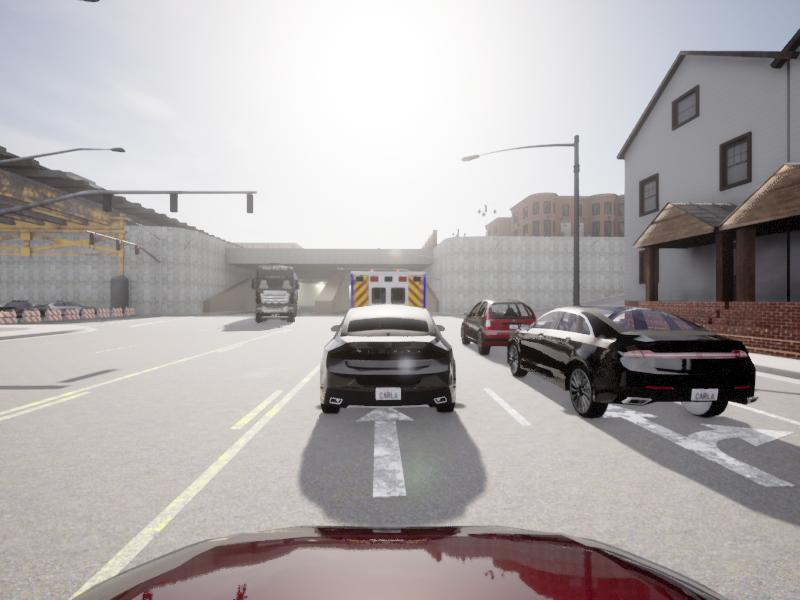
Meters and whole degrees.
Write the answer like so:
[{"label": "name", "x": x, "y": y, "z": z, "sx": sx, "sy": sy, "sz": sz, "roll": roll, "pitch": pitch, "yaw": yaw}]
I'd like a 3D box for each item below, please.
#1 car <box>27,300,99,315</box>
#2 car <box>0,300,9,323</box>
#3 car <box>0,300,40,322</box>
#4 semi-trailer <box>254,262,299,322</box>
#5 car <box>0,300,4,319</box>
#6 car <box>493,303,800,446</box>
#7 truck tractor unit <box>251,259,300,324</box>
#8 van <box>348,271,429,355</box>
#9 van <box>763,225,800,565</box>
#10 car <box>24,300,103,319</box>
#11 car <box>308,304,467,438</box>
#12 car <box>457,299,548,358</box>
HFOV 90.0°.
[{"label": "car", "x": -30.092, "y": 0.638, "z": 35.903, "sx": 1.853, "sy": 1.218, "sz": 4.536, "roll": 0, "pitch": 0, "yaw": 27}, {"label": "car", "x": -28.966, "y": 0.796, "z": 26.003, "sx": 2.038, "sy": 1.542, "sz": 4.974, "roll": 0, "pitch": 0, "yaw": 42}, {"label": "car", "x": -29.116, "y": 0.796, "z": 30.609, "sx": 2.038, "sy": 1.542, "sz": 4.974, "roll": 0, "pitch": 0, "yaw": -38}, {"label": "semi-trailer", "x": -11.034, "y": -0.620, "z": 36.918, "sx": 2.717, "sy": 4.402, "sz": 14.254, "roll": 0, "pitch": 0, "yaw": -12}, {"label": "car", "x": -29.000, "y": 0.638, "z": 25.964, "sx": 1.853, "sy": 1.218, "sz": 4.536, "roll": 0, "pitch": 0, "yaw": 42}, {"label": "car", "x": 3.293, "y": 0.836, "z": 6.852, "sx": 2.128, "sy": 1.511, "sz": 4.902, "roll": 0, "pitch": 0, "yaw": -2}, {"label": "truck tractor unit", "x": -9.157, "y": -0.522, "z": 29.239, "sx": 3.053, "sy": 4.208, "sz": 6.516, "roll": 0, "pitch": 0, "yaw": -18}, {"label": "van", "x": -0.436, "y": 0.378, "z": 14.773, "sx": 2.351, "sy": 2.431, "sz": 6.366, "roll": 0, "pitch": 0, "yaw": -2}, {"label": "van", "x": 3.492, "y": 0.572, "z": 0.423, "sx": 2.069, "sy": 2.038, "sz": 4.480, "roll": 0, "pitch": 0, "yaw": -2}, {"label": "car", "x": -30.069, "y": 0.796, "z": 35.949, "sx": 2.038, "sy": 1.542, "sz": 4.974, "roll": 0, "pitch": 0, "yaw": 27}, {"label": "car", "x": -0.209, "y": 0.844, "z": 7.073, "sx": 1.837, "sy": 1.490, "sz": 4.892, "roll": 0, "pitch": 0, "yaw": -2}, {"label": "car", "x": 3.116, "y": 0.788, "z": 13.044, "sx": 1.851, "sy": 1.617, "sz": 3.988, "roll": 0, "pitch": 0, "yaw": -2}]
